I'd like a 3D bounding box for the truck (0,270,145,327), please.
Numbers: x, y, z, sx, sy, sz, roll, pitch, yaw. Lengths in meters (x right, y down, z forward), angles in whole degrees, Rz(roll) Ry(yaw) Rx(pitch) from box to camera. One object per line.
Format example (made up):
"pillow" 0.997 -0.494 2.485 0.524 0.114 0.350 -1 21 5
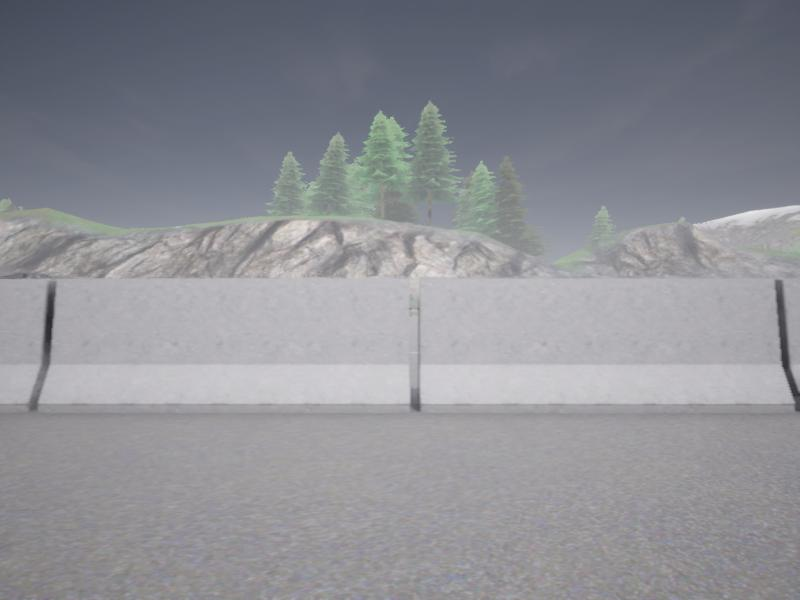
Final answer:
"truck" -14.207 -0.055 16.199 6.274 2.098 2.390 0 0 0

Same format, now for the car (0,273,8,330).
"car" -15.302 0.050 12.698 3.866 1.878 1.905 0 0 0

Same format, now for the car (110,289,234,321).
"car" -11.066 0.240 19.698 4.902 1.511 2.128 0 0 0
